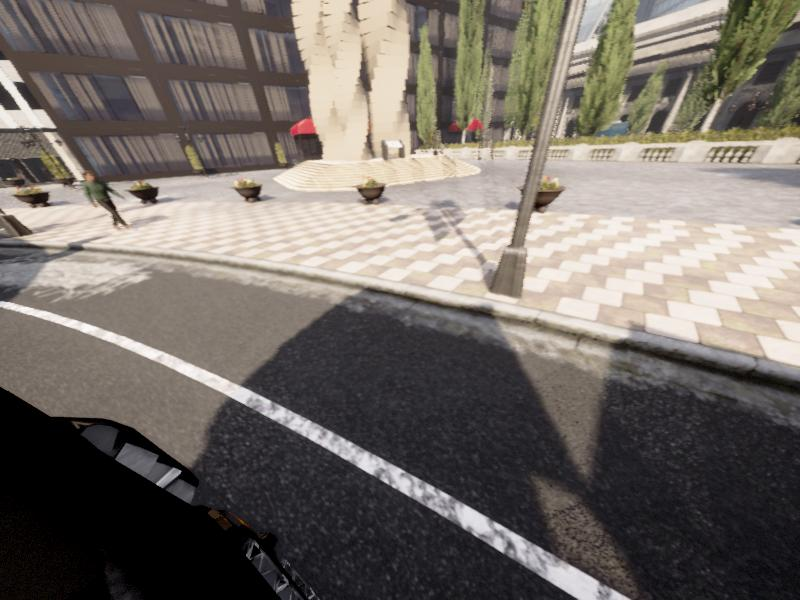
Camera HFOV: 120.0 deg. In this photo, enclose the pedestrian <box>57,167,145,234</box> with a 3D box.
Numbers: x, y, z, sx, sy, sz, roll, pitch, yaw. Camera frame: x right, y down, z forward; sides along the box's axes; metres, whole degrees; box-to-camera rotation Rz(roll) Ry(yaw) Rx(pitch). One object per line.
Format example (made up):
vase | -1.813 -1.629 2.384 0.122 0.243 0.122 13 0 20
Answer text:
pedestrian | -9.540 -3.188 7.479 0.751 1.860 0.751 8 35 16
